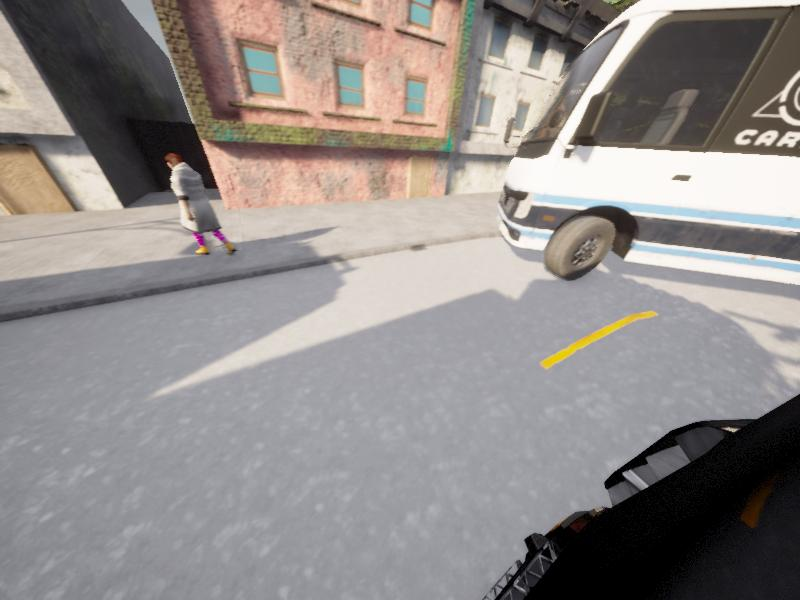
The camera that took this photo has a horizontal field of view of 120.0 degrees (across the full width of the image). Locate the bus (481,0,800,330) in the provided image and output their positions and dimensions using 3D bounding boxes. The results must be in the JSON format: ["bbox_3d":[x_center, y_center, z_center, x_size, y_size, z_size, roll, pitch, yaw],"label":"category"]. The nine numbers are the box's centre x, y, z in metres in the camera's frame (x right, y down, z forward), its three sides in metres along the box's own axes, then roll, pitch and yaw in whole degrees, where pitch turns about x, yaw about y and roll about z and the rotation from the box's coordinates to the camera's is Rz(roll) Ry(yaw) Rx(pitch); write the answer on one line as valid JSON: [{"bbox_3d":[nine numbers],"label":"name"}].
[{"bbox_3d":[7.309,-2.263,4.098,10.273,4.253,3.944,11,34,11],"label":"bus"}]

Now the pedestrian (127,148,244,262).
[{"bbox_3d":[-3.878,-1.762,4.395,0.751,1.860,0.751,3,34,0],"label":"pedestrian"}]
